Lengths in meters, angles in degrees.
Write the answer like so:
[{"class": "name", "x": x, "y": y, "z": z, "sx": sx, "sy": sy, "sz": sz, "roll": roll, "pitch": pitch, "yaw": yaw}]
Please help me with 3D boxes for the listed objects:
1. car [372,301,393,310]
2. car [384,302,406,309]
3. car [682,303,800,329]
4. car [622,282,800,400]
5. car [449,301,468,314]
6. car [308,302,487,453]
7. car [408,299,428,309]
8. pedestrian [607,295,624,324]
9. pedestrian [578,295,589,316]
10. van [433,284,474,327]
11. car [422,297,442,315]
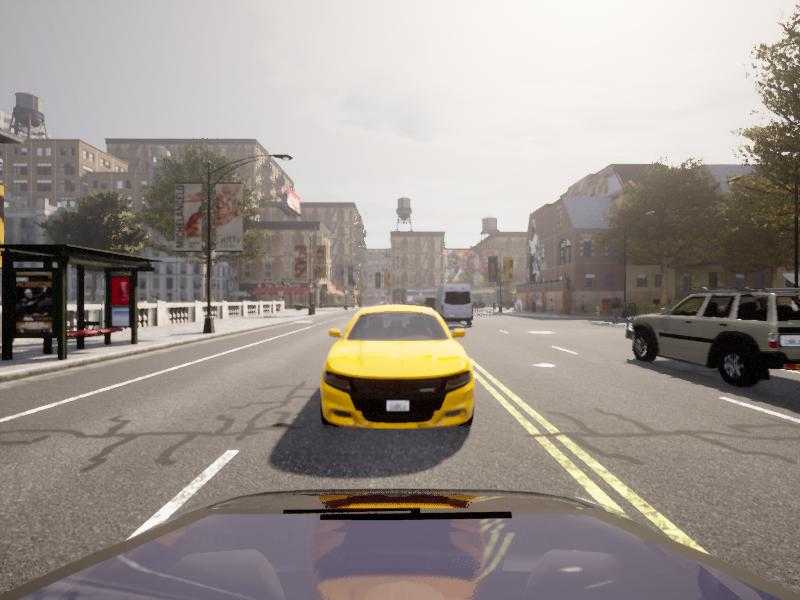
[{"class": "car", "x": -3.026, "y": 0.865, "z": 68.639, "sx": 2.002, "sy": 1.452, "sz": 4.674, "roll": 0, "pitch": 0, "yaw": 20}, {"class": "car", "x": -0.871, "y": 0.940, "z": 73.950, "sx": 1.895, "sy": 1.301, "sz": 4.718, "roll": 0, "pitch": 0, "yaw": 30}, {"class": "car", "x": 19.648, "y": 0.895, "z": 23.092, "sx": 5.357, "sy": 1.411, "sz": 2.033, "roll": 0, "pitch": 0, "yaw": 0}, {"class": "car", "x": 7.000, "y": 0.652, "z": 8.604, "sx": 1.932, "sy": 1.855, "sz": 4.605, "roll": 0, "pitch": 0, "yaw": 0}, {"class": "car", "x": 7.018, "y": 0.855, "z": 48.507, "sx": 1.816, "sy": 1.474, "sz": 4.193, "roll": 0, "pitch": 0, "yaw": 2}, {"class": "car", "x": -0.052, "y": 0.823, "z": 6.705, "sx": 1.882, "sy": 1.535, "sz": 5.008, "roll": 0, "pitch": 0, "yaw": -1}, {"class": "car", "x": 3.417, "y": 0.655, "z": 75.257, "sx": 1.932, "sy": 1.855, "sz": 4.605, "roll": 0, "pitch": 0, "yaw": 27}, {"class": "pedestrian", "x": 14.201, "y": 0.638, "z": 26.376, "sx": 0.751, "sy": 1.860, "sz": 0.751, "roll": 0, "pitch": 0, "yaw": 7}, {"class": "pedestrian", "x": 16.718, "y": 0.486, "z": 36.479, "sx": 0.751, "sy": 1.860, "sz": 0.751, "roll": 0, "pitch": 0, "yaw": 4}, {"class": "van", "x": 3.456, "y": 0.323, "z": 26.914, "sx": 1.988, "sy": 2.561, "sz": 5.915, "roll": 0, "pitch": 0, "yaw": 0}, {"class": "car", "x": 3.422, "y": 0.647, "z": 43.166, "sx": 1.905, "sy": 1.878, "sz": 3.866, "roll": 0, "pitch": 0, "yaw": 0}]
